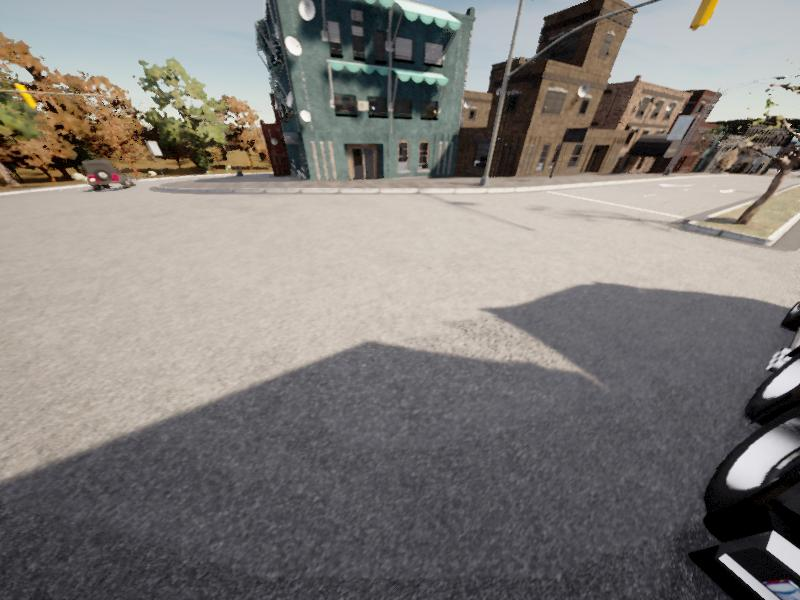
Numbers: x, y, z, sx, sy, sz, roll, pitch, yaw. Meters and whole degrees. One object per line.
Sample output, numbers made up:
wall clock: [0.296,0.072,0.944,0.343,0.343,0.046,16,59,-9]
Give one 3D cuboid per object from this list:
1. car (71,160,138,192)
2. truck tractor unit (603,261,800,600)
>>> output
car: [-22.344,-9.547,17.736,1.905,1.878,3.866,-23,36,-30]
truck tractor unit: [5.137,-0.261,0.832,6.516,4.208,3.053,-17,39,-25]
